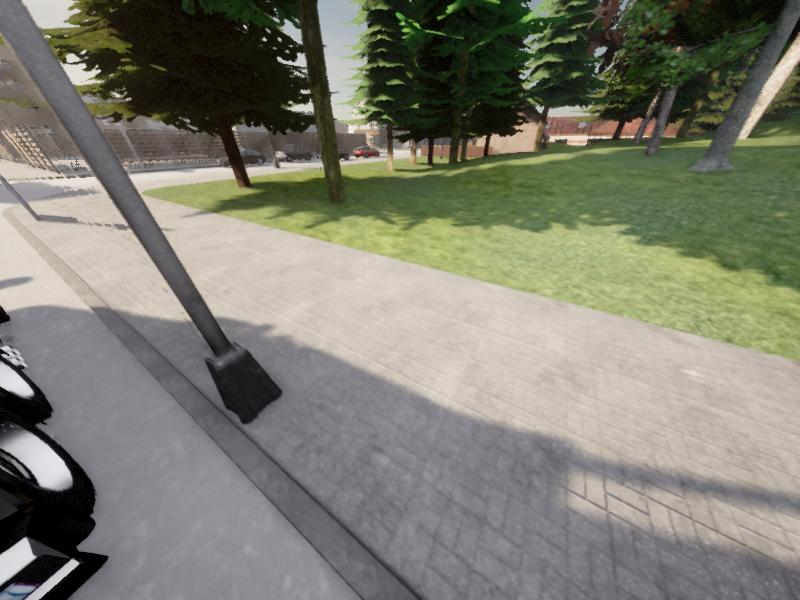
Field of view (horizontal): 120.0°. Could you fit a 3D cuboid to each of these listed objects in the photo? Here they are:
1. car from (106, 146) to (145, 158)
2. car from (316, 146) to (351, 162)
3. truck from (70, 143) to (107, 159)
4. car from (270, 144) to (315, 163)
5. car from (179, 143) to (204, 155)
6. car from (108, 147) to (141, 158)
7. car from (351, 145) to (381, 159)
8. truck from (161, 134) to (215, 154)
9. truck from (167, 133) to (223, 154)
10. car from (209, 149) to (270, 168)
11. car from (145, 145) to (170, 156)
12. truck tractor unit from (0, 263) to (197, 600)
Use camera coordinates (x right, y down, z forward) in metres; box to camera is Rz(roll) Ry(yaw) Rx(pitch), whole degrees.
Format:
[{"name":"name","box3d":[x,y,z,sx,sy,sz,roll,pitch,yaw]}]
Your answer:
[{"name":"car","box3d":[-46.649,-25.333,39.373,1.789,1.547,3.705,19,39,25]},{"name":"car","box3d":[-8.437,-18.861,29.780,1.851,1.617,3.988,19,39,25]},{"name":"truck","box3d":[-49.087,-23.565,36.435,4.478,2.038,2.069,19,39,25]},{"name":"car","box3d":[-13.471,-18.601,29.217,1.932,1.855,4.605,19,39,25]},{"name":"car","box3d":[-41.412,-30.068,45.845,3.866,1.878,1.905,19,39,25]},{"name":"car","box3d":[-46.903,-25.209,39.322,5.357,1.415,2.033,19,39,25]},{"name":"car","box3d":[-4.966,-21.986,34.308,2.007,1.525,4.514,18,39,24]},{"name":"truck","box3d":[-51.078,-37.993,56.113,2.891,3.827,8.468,19,39,25]},{"name":"truck","box3d":[-47.758,-36.712,54.244,2.891,3.827,8.468,19,39,25]},{"name":"car","box3d":[-16.933,-15.215,24.721,1.837,1.490,4.892,18,39,25]},{"name":"car","box3d":[-44.844,-27.681,42.746,3.633,1.501,1.845,19,39,25]},{"name":"truck tractor unit","box3d":[-5.112,-0.300,0.781,6.516,4.208,3.053,18,39,24]}]
